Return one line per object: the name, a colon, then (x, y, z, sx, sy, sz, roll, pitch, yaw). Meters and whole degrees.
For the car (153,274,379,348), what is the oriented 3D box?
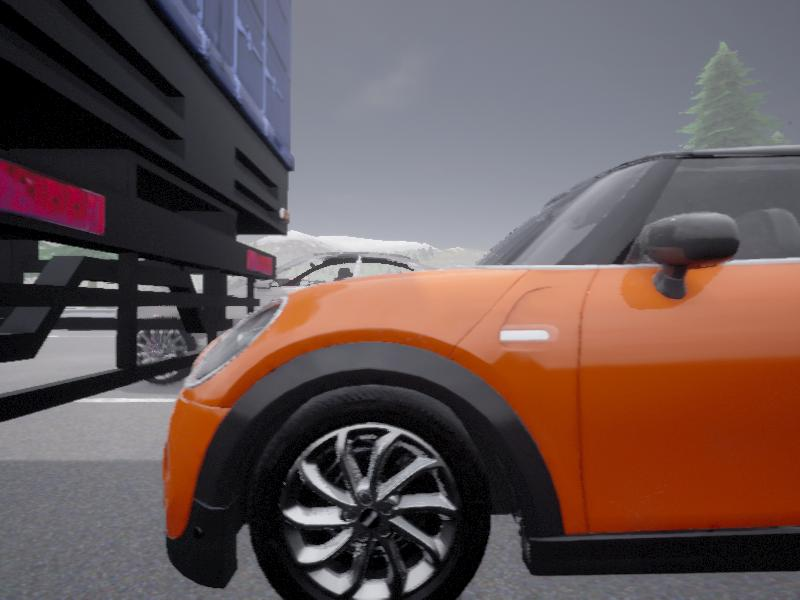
car: (-2.802, 0.231, 9.199, 4.514, 1.525, 2.007, 0, 0, 0)

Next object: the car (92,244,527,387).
car: (-1.042, 0.181, 5.699, 5.027, 1.651, 2.152, 0, 0, 0)

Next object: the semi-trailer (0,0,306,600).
semi-trailer: (-7.891, -1.224, 1.893, 14.254, 4.402, 2.717, 0, -1, 0)

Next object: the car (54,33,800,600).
car: (1.302, 0.115, 2.196, 4.553, 1.767, 2.097, -1, 0, 0)
